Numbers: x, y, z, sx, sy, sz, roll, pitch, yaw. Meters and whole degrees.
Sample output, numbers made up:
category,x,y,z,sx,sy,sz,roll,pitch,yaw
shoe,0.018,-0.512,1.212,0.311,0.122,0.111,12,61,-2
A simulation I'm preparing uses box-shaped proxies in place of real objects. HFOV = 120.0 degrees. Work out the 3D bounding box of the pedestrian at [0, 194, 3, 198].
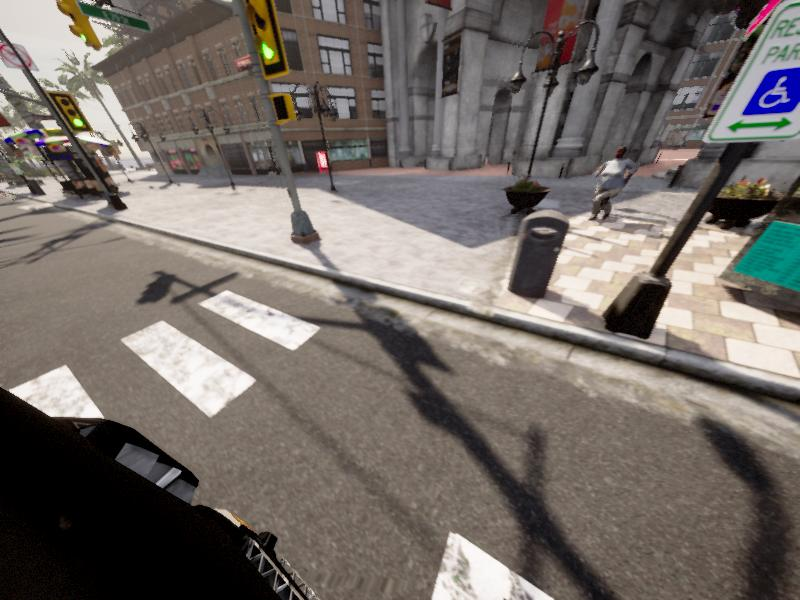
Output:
category,x,y,z,sx,sy,sz,roll,pitch,yaw
pedestrian,-33.918,-9.261,18.767,0.751,1.860,0.751,13,37,22

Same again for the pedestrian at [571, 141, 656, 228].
category,x,y,z,sx,sy,sz,roll,pitch,yaw
pedestrian,5.369,-2.946,5.954,0.751,1.860,0.751,-13,35,-15
